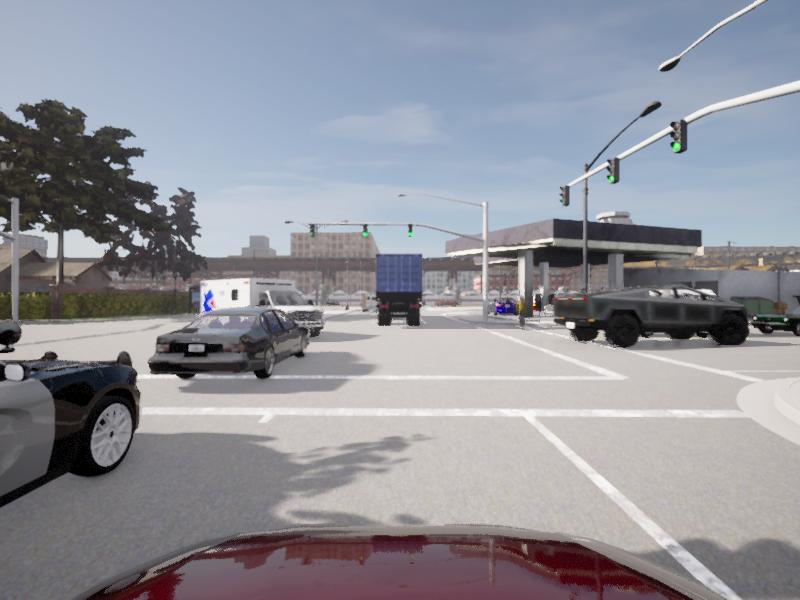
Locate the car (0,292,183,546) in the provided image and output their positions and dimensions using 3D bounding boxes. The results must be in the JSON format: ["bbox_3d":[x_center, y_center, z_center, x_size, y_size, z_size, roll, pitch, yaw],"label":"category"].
[{"bbox_3d":[-3.543,0.768,2.167,1.930,1.638,5.238,0,0,-1],"label":"car"}]

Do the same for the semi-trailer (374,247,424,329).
[{"bbox_3d":[-0.067,-0.658,28.844,2.717,4.402,14.254,0,0,0],"label":"semi-trailer"}]

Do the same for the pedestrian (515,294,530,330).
[{"bbox_3d":[6.504,0.608,21.237,0.751,1.860,0.751,0,0,20],"label":"pedestrian"}]

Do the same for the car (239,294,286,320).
[{"bbox_3d":[-11.584,0.522,34.241,2.150,2.045,5.566,0,0,0],"label":"car"}]

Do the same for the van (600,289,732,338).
[{"bbox_3d":[11.570,0.547,17.658,4.480,2.038,2.069,0,0,-2],"label":"van"}]

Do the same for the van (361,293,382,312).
[{"bbox_3d":[-3.621,0.308,52.601,2.351,2.431,6.366,0,0,0],"label":"van"}]

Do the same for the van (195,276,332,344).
[{"bbox_3d":[-6.022,0.355,17.160,6.366,2.431,2.351,0,0,37],"label":"van"}]

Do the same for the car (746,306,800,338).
[{"bbox_3d":[18.495,0.920,17.742,4.718,1.301,1.895,0,0,-1],"label":"car"}]

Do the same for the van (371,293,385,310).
[{"bbox_3d":[-3.649,0.233,66.511,1.988,2.561,5.915,0,0,0],"label":"van"}]

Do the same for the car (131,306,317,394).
[{"bbox_3d":[-3.524,0.882,9.430,2.033,1.411,5.357,0,0,0],"label":"car"}]

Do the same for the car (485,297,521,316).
[{"bbox_3d":[9.620,0.587,37.853,2.242,1.667,4.611,0,0,0],"label":"car"}]

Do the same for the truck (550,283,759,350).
[{"bbox_3d":[8.886,0.522,14.216,6.274,2.098,2.390,0,0,-10],"label":"truck"}]

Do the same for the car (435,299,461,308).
[{"bbox_3d":[9.640,0.672,80.381,5.027,1.651,2.152,0,0,0],"label":"car"}]

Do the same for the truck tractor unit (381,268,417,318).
[{"bbox_3d":[-0.082,-0.575,36.760,3.053,4.208,6.516,0,0,0],"label":"truck tractor unit"}]
